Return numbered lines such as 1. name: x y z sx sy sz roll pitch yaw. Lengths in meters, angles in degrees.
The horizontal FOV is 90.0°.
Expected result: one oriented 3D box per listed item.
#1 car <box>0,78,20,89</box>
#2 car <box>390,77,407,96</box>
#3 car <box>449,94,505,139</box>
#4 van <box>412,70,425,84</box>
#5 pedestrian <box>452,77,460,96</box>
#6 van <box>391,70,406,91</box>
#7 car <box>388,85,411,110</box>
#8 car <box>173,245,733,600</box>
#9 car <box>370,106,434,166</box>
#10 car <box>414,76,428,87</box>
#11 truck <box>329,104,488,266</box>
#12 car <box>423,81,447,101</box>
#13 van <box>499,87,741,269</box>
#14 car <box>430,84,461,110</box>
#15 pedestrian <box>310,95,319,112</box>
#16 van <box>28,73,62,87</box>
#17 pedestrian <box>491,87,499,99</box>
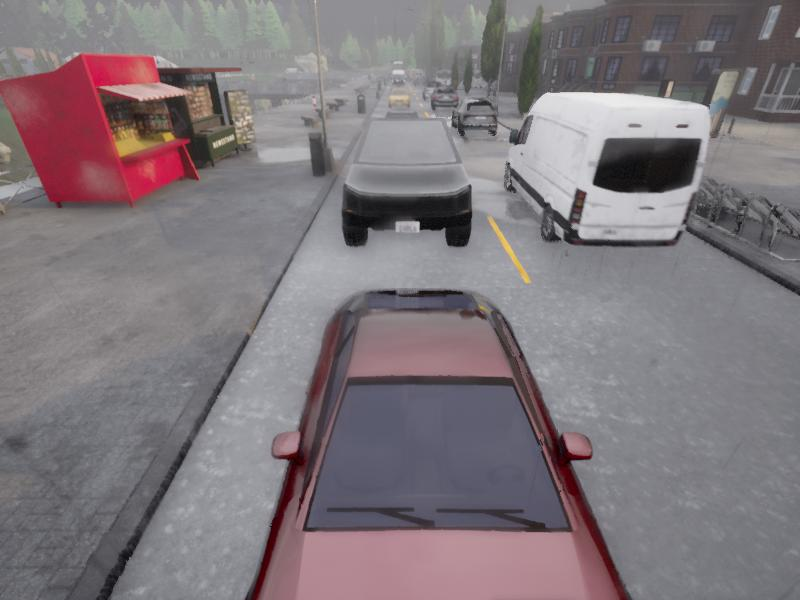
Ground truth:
1. car: -61.933 -33.485 61.938 1.812 1.442 4.674 0 30 0
2. car: -0.180 -26.151 48.915 1.932 1.855 4.605 0 30 0
3. car: 3.907 -9.825 21.213 2.033 1.649 4.856 0 30 1
4. van: 3.642 -45.068 80.740 2.351 2.431 6.366 0 30 0
5. pedestrian: 6.376 -24.261 45.439 0.751 1.860 0.751 0 30 0
6. van: -0.236 -31.996 58.222 1.988 2.561 5.915 0 30 0
7. car: -0.055 -17.245 33.963 1.801 1.575 5.366 0 30 0
8. car: 0.191 1.016 2.932 1.994 1.385 4.181 0 29 0
9. car: 0.072 -6.629 15.856 2.128 1.511 4.902 0 31 0
10. car: 3.689 -39.160 71.711 2.152 1.651 5.027 0 30 0
11. truck: 0.139 -3.089 9.218 2.390 2.098 6.274 0 30 0
12. car: 3.552 -21.988 41.991 2.242 1.667 4.611 1 30 2
13. van: 3.905 -3.145 8.877 1.988 2.561 5.915 1 30 1
14. car: 3.709 -16.984 33.422 2.242 1.667 4.611 1 30 2
15. pedestrian: -6.324 -14.560 29.621 0.500 1.100 0.500 -12 32 -20
16. van: -61.980 -38.466 69.927 1.775 1.987 4.442 0 30 0
17. pedestrian: 9.612 -20.937 40.498 0.500 1.100 0.500 -6 31 -11
